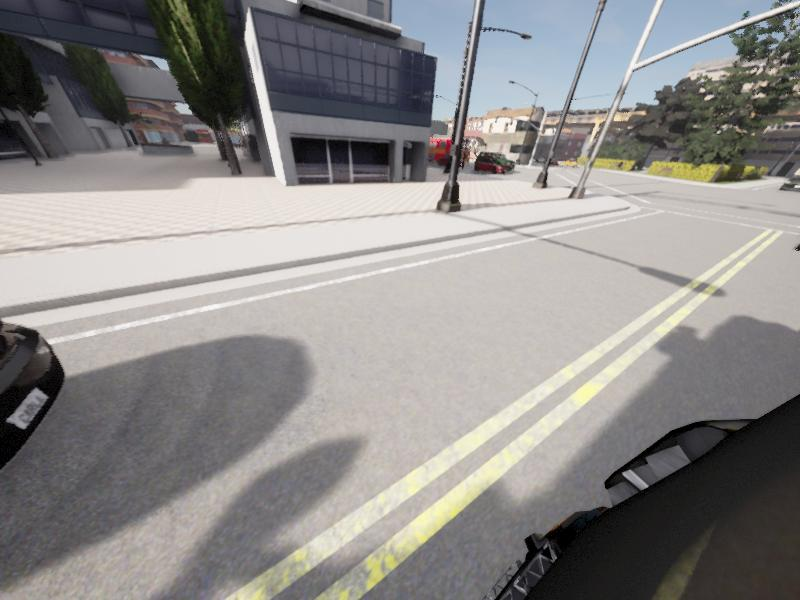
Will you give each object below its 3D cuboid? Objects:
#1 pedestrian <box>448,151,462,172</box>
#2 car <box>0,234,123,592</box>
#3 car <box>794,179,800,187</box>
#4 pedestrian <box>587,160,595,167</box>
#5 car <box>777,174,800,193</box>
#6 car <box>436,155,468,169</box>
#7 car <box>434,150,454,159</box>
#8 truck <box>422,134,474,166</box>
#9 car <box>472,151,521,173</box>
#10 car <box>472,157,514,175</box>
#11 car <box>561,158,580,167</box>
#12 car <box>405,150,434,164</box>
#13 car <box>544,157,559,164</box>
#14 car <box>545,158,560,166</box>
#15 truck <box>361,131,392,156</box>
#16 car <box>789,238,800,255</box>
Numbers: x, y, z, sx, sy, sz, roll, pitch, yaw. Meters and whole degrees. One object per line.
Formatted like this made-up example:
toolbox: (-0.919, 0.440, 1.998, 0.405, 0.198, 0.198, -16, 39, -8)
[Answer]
pedestrian: (5.749, -14.529, 24.270, 0.751, 1.860, 0.751, -16, 38, -26)
car: (-4.783, 1.149, 0.496, 4.892, 1.490, 1.837, -15, 38, -26)
car: (58.718, -16.859, 32.757, 4.792, 1.488, 2.163, -16, 38, -26)
pedestrian: (46.965, -33.620, 56.876, 0.751, 1.300, 0.751, 0, 34, -5)
car: (44.784, -12.966, 25.638, 5.027, 1.651, 2.152, -16, 38, -26)
car: (7.205, -19.338, 32.269, 1.994, 1.385, 4.181, -16, 38, -25)
car: (9.714, -32.450, 51.499, 1.994, 1.385, 4.181, -16, 40, -26)
truck: (7.350, -24.255, 37.298, 2.891, 3.827, 8.468, -16, 39, -26)
car: (12.542, -18.293, 30.551, 2.150, 2.045, 5.566, -16, 38, -26)
car: (10.823, -15.855, 27.286, 1.816, 1.474, 4.193, -16, 38, -26)
car: (41.390, -33.505, 56.308, 1.801, 1.575, 5.366, 10, 34, 10)
car: (3.119, -23.492, 37.812, 2.038, 1.542, 4.974, -16, 39, -26)
car: (45.245, -41.785, 69.042, 2.152, 1.651, 5.027, 10, 34, 10)
car: (38.292, -34.724, 57.985, 1.970, 1.475, 3.806, 10, 34, 11)
truck: (-5.088, -32.860, 48.413, 2.891, 3.827, 8.468, -16, 40, -26)
car: (14.587, -2.168, 6.896, 4.611, 1.667, 2.242, -16, 38, -26)
